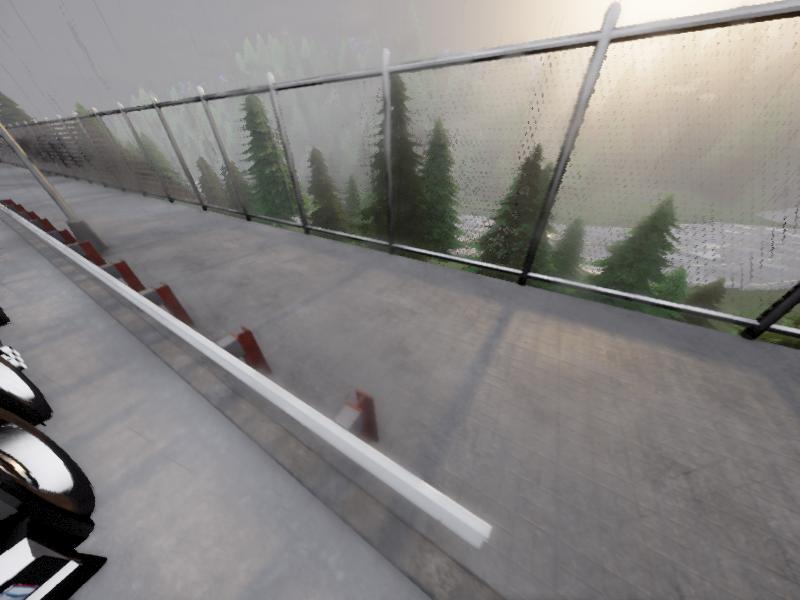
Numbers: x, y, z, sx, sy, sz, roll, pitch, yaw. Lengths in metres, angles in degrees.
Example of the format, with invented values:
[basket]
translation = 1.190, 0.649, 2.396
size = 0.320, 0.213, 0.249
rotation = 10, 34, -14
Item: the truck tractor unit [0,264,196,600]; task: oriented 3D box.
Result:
[truck tractor unit]
translation = -5.111, -0.301, 0.785
size = 6.516, 4.208, 3.053
rotation = 18, 39, 24
